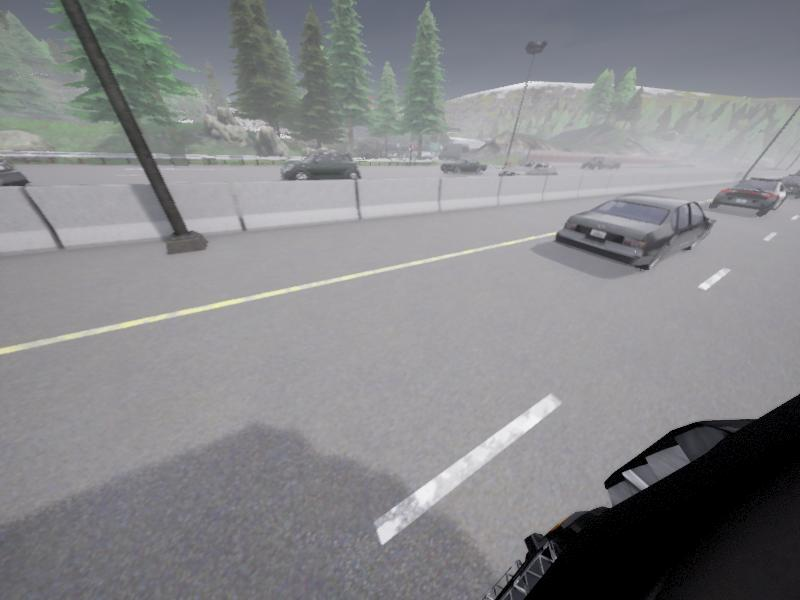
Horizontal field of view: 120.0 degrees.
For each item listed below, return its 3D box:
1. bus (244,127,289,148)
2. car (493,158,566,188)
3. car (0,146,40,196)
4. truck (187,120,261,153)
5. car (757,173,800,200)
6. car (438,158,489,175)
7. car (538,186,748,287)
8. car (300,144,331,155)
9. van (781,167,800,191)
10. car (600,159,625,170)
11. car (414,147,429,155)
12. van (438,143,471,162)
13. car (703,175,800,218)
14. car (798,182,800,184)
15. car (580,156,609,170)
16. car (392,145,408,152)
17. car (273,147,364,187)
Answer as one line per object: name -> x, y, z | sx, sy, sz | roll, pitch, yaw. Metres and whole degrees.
bus -> -38.789, -47.273, 67.422 | 10.273, 4.253, 3.944 | -16, 38, -26
car -> 9.999, -9.883, 17.899 | 5.027, 1.651, 2.152 | -16, 38, -26
car -> -16.558, -4.474, 7.978 | 3.806, 1.475, 1.970 | -16, 38, -26
truck -> -27.828, -26.183, 37.290 | 8.468, 3.827, 2.891 | -15, 38, -24
car -> 32.142, -9.422, 18.975 | 4.974, 1.542, 2.038 | -16, 38, -26
car -> 6.303, -13.199, 22.843 | 4.718, 1.301, 1.895 | -16, 38, -26
car -> 6.493, -2.024, 6.154 | 5.357, 1.411, 2.033 | -16, 38, -26
car -> -15.998, -28.604, 43.832 | 5.008, 1.535, 1.882 | -16, 38, -25
van -> 43.535, -13.096, 24.392 | 5.915, 2.561, 1.988 | -16, 38, -26
car -> 39.192, -24.973, 42.606 | 3.705, 1.549, 1.789 | -16, 38, -26
car -> 6.311, -44.414, 68.729 | 3.866, 1.878, 1.905 | -16, 38, -26
van -> 9.372, -25.901, 40.490 | 1.988, 2.561, 5.915 | -16, 38, -26
car -> 19.064, -5.681, 12.419 | 4.974, 1.542, 2.038 | -16, 38, -26
car -> 56.331, -16.348, 31.103 | 4.514, 1.525, 2.007 | -16, 38, -26
car -> 33.193, -23.395, 39.501 | 3.866, 1.878, 1.905 | -16, 38, -26
car -> 0.127, -57.473, 87.524 | 5.566, 2.045, 2.150 | -16, 38, -26
car -> -4.725, -7.993, 13.819 | 4.553, 1.767, 2.097 | -16, 38, -26
